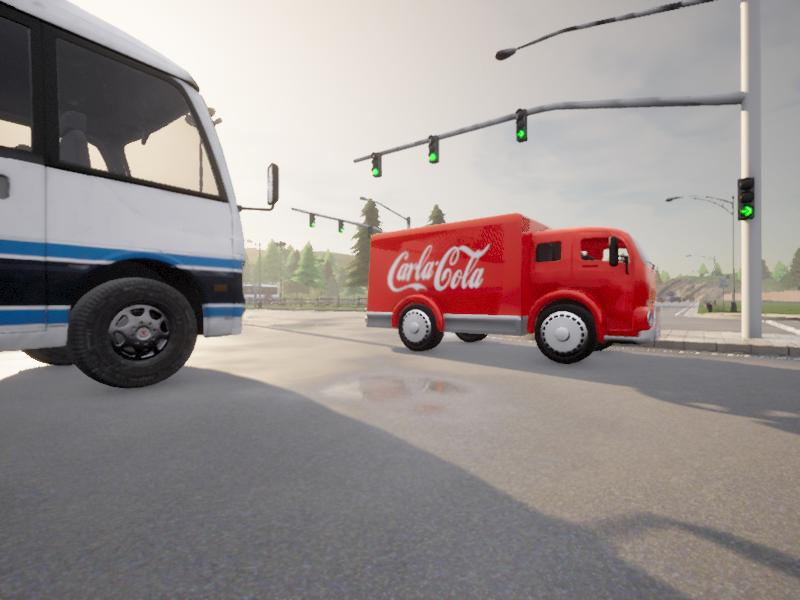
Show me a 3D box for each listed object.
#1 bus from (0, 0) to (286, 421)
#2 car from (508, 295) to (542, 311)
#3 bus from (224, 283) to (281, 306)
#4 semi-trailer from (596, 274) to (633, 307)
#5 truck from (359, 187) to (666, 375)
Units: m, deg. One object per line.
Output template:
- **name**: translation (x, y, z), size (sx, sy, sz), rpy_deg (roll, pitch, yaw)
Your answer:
- **bus**: translation (-6.266, -1.114, 2.715), size (3.944, 4.253, 10.273), rpy_deg (0, 0, 37)
- **car**: translation (12.089, 0.242, 38.577), size (1.816, 1.474, 4.193), rpy_deg (0, 0, 37)
- **bus**: translation (-29.150, -1.022, 79.579), size (3.944, 4.253, 10.273), rpy_deg (0, 0, 37)
- **semi-trailer**: translation (32.162, -1.276, 59.453), size (2.717, 4.402, 14.254), rpy_deg (0, 0, 37)
- **truck**: translation (2.006, -0.242, 7.889), size (5.204, 2.467, 2.627), rpy_deg (0, 0, 38)
